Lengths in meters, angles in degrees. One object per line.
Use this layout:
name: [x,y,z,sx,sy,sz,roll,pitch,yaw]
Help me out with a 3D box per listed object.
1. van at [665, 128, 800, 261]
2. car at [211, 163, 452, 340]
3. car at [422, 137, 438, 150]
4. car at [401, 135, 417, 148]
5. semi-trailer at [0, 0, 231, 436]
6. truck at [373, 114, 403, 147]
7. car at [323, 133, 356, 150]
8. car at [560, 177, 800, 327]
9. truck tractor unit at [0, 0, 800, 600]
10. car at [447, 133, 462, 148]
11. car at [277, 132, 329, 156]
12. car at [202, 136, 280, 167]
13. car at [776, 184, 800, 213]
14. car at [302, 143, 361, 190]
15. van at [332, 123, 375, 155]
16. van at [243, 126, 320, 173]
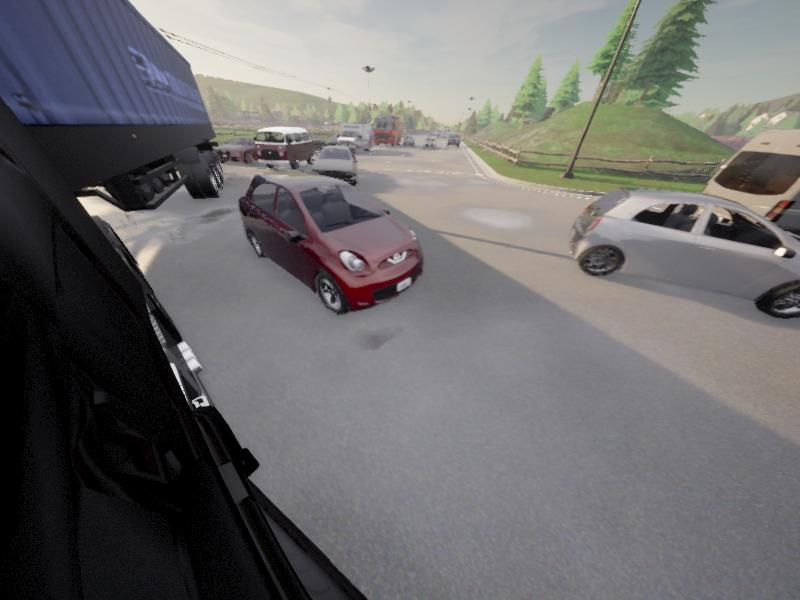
van: [11.403,-2.482,5.689,5.915,2.561,1.988,5,38,3]
car: [-1.281,-1.242,4.007,3.633,1.501,1.845,29,44,31]
car: [4.672,-23.888,35.160,1.970,1.475,3.806,8,37,7]
car: [1.480,-25.174,36.644,1.845,1.501,3.633,8,37,7]
semi-trailer: [-6.870,-4.408,5.468,2.717,4.402,14.254,-16,40,-22]
truck: [-1.730,-27.174,37.211,2.891,3.827,8.468,8,37,7]
car: [-7.407,-19.785,28.783,2.163,1.488,4.792,8,37,7]
car: [5.359,-1.087,4.242,3.633,1.501,1.845,19,40,21]
truck tractor unit: [-2.645,-0.295,0.351,6.516,4.208,3.053,28,44,30]
car: [9.715,-28.654,41.480,2.150,2.045,5.566,8,37,7]
car: [-8.967,-14.907,21.942,2.152,1.651,5.027,8,37,7]
car: [-10.344,-10.073,15.511,1.994,1.385,4.181,7,37,5]
car: [19.780,-4.326,9.506,5.238,1.638,1.930,-2,37,-7]
car: [-3.110,-6.893,11.661,2.033,1.411,5.357,-2,37,-6]
van: [-4.720,-17.258,24.737,2.351,2.431,6.366,8,37,7]
van: [-6.855,-9.310,14.140,2.069,2.038,4.480,4,37,2]
